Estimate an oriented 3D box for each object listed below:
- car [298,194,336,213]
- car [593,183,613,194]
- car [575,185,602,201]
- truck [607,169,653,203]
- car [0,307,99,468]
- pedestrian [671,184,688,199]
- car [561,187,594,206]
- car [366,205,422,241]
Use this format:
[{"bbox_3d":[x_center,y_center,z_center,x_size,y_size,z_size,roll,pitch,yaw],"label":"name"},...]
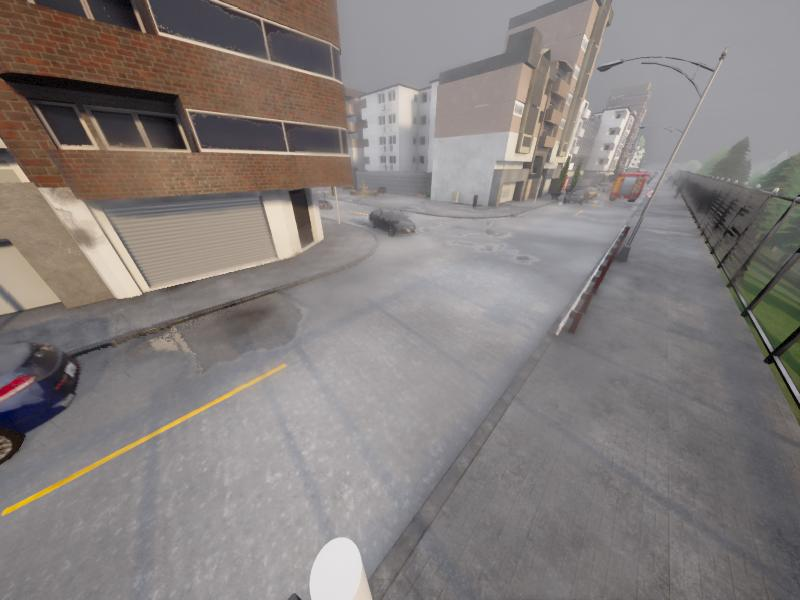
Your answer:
[{"bbox_3d":[-9.061,-10.555,25.124,1.994,1.385,4.181,-26,39,-37],"label":"car"},{"bbox_3d":[36.651,-20.177,41.685,3.806,1.475,1.970,-26,39,-38],"label":"car"},{"bbox_3d":[27.818,-15.809,34.016,5.366,1.575,1.801,-27,39,-38],"label":"car"},{"bbox_3d":[32.586,-16.328,32.671,2.891,3.827,8.468,26,39,38],"label":"truck"},{"bbox_3d":[-8.175,2.129,2.903,2.152,1.651,5.027,26,39,37],"label":"car"},{"bbox_3d":[39.664,-15.440,32.841,0.751,1.860,0.751,-17,34,-27],"label":"pedestrian"},{"bbox_3d":[22.786,-13.386,29.605,4.553,1.767,2.097,-27,39,-38],"label":"car"},{"bbox_3d":[-0.601,-5.696,16.587,1.837,1.490,4.892,-15,33,-26],"label":"car"}]
